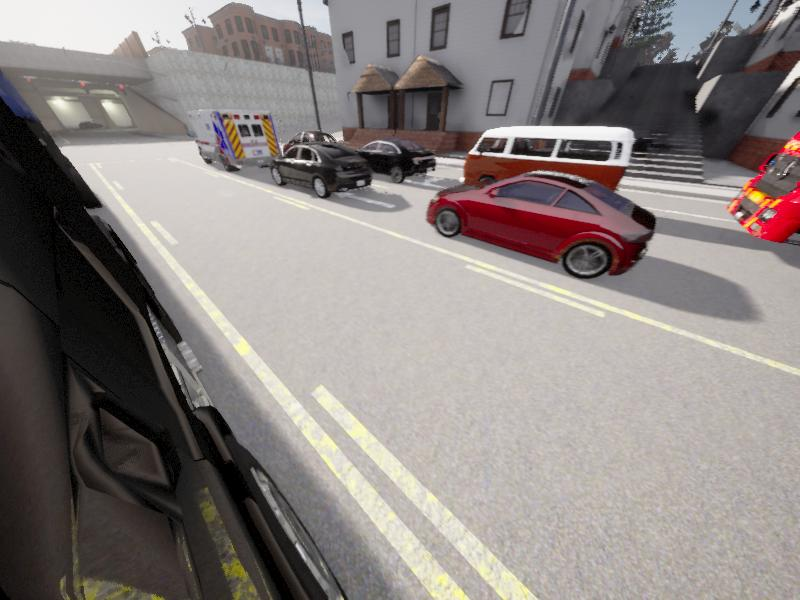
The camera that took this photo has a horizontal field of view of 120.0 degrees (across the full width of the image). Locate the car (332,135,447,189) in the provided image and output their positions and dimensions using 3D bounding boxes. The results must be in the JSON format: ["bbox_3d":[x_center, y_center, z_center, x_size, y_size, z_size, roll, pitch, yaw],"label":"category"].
[{"bbox_3d":[-0.616,-6.514,10.622,4.902,1.511,2.128,28,45,30],"label":"car"}]

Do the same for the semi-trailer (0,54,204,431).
[{"bbox_3d":[-8.784,-3.484,4.230,14.254,4.402,2.717,27,45,30],"label":"semi-trailer"}]

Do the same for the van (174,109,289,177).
[{"bbox_3d":[-8.996,-8.477,12.294,6.366,2.431,2.351,28,45,30],"label":"van"}]

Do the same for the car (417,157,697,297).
[{"bbox_3d":[2.647,-1.919,4.866,4.181,1.385,1.994,29,46,32],"label":"car"}]

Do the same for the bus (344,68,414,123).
[{"bbox_3d":[-2.700,-31.030,35.005,3.944,4.253,10.273,27,59,30],"label":"bus"}]

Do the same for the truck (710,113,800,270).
[{"bbox_3d":[10.969,-1.354,2.245,8.468,3.827,2.891,28,45,30],"label":"truck"}]

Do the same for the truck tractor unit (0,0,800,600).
[{"bbox_3d":[-2.645,-0.295,0.351,6.516,4.208,3.053,28,43,30],"label":"truck tractor unit"}]

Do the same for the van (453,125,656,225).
[{"bbox_3d":[4.299,-4.145,7.206,4.480,2.038,2.069,28,45,30],"label":"van"}]

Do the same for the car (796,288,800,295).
[{"bbox_3d":[7.704,0.672,1.494,4.892,1.490,1.837,28,45,31],"label":"car"}]

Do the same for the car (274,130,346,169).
[{"bbox_3d":[-5.339,-9.041,13.736,3.988,1.617,1.851,28,45,30],"label":"car"}]

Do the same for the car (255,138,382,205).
[{"bbox_3d":[-3.123,-5.016,8.676,4.892,1.490,1.837,28,45,30],"label":"car"}]
